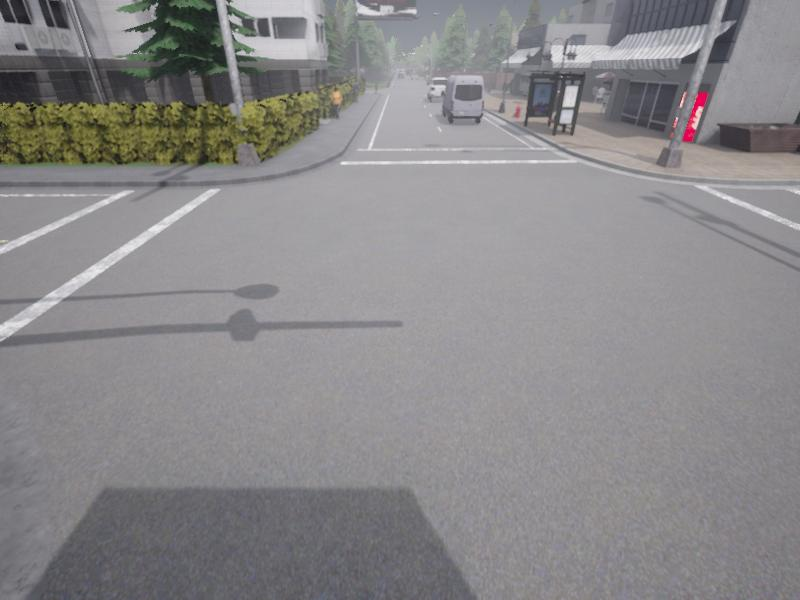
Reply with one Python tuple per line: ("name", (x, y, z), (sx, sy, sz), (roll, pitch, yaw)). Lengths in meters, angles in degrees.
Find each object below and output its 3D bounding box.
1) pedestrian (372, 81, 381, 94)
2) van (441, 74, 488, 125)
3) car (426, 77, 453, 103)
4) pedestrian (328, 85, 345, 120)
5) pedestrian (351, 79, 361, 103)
("pedestrian", (-2.790, -25.052, 47.229), (0.751, 1.300, 0.751), (9, 31, 14))
("van", (3.947, -12.954, 25.647), (1.988, 2.561, 5.915), (0, 30, 0))
("car", (3.917, -21.260, 40.346), (2.150, 2.045, 5.566), (0, 30, 0))
("pedestrian", (-3.831, -11.952, 24.264), (0.751, 1.860, 0.751), (0, 30, 0))
("pedestrian", (-3.958, -19.000, 36.321), (0.751, 1.860, 0.751), (-5, 31, -9))
